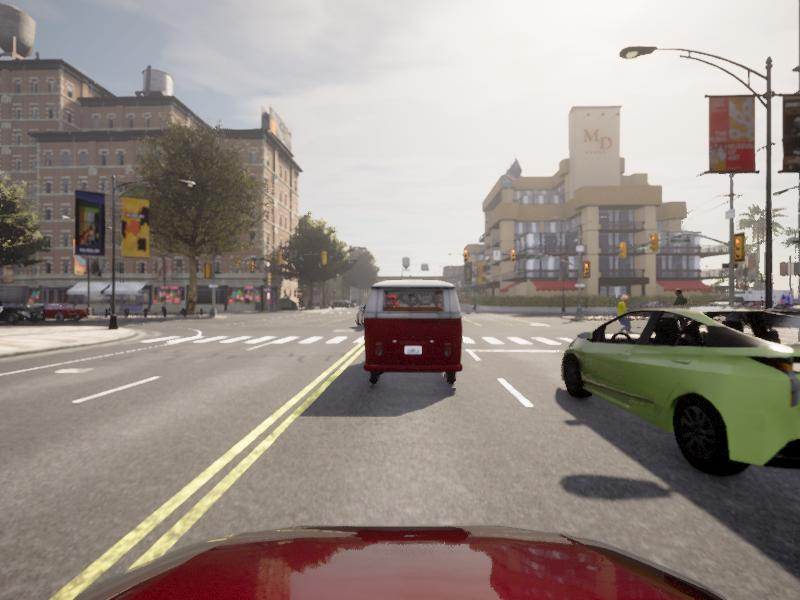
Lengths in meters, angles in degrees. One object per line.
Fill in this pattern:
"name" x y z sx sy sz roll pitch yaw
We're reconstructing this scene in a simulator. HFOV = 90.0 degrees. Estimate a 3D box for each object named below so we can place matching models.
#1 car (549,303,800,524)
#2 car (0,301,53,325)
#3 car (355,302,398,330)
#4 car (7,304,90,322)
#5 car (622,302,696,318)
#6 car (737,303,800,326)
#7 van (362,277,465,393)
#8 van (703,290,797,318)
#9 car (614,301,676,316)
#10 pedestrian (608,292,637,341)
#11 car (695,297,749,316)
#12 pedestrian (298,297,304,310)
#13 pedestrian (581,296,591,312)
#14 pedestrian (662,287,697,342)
"car" 3.662 0.826 5.069 2.007 1.525 4.514 0 0 2
"car" -26.740 0.817 26.990 4.974 1.542 2.038 0 0 2
"car" -1.462 0.845 23.314 1.816 1.474 4.193 0 0 -14
"car" -26.693 0.933 30.491 4.718 1.301 1.895 0 0 2
"car" 23.600 0.878 36.607 5.357 1.411 2.033 0 0 2
"car" 24.098 0.895 25.083 4.181 1.385 1.994 0 0 2
"van" 0.266 0.596 9.116 1.775 1.987 4.442 0 0 1
"van" 31.646 0.361 36.309 6.366 2.431 2.351 0 0 2
"car" 24.465 0.834 40.079 4.792 1.488 2.163 0 0 2
"pedestrian" 8.757 0.630 15.770 0.751 1.860 0.751 0 0 5
"car" 31.961 0.627 39.799 3.866 1.878 1.905 0 0 2
"pedestrian" -13.744 0.463 55.392 0.751 1.860 0.751 0 0 -10
"pedestrian" 22.043 0.464 47.397 0.751 1.860 0.751 0 0 2
"pedestrian" 9.692 0.479 13.892 0.751 1.860 0.751 0 0 -30
